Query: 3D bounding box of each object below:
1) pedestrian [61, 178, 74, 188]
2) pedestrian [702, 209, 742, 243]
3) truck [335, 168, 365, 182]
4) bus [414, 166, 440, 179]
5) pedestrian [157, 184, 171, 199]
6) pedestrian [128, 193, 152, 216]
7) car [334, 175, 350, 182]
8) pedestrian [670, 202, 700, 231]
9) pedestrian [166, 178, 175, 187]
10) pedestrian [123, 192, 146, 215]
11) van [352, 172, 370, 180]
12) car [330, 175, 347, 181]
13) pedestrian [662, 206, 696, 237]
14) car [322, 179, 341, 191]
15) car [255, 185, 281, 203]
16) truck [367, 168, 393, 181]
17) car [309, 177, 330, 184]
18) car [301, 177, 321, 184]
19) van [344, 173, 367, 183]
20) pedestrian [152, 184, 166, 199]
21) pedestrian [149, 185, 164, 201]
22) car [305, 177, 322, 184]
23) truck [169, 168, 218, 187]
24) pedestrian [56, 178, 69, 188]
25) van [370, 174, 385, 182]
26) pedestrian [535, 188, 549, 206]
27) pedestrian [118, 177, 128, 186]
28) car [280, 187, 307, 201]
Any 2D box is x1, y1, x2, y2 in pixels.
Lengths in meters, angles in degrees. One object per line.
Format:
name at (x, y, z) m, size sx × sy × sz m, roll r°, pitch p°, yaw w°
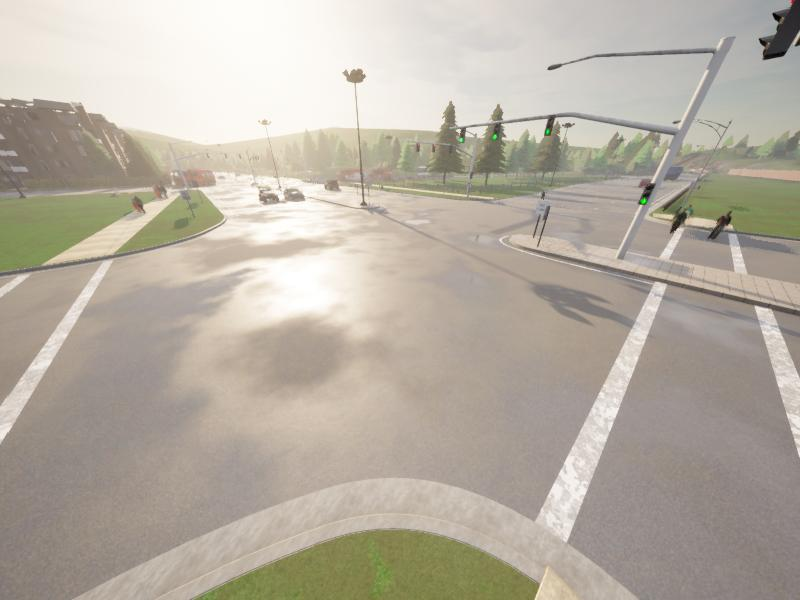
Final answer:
pedestrian at (-71.518, -25.141, 49.698) m, size 0.751 × 1.860 × 0.751 m, roll -15°, pitch 33°, yaw -24°
pedestrian at (20.266, -4.702, 14.602) m, size 0.751 × 1.860 × 0.751 m, roll -26°, pitch 39°, yaw -37°
truck at (-15.728, -39.533, 73.007) m, size 8.468 × 3.827 × 2.891 m, roll -23°, pitch 37°, yaw -34°
bus at (10.637, -50.707, 91.932) m, size 10.273 × 4.253 × 3.944 m, roll -23°, pitch 37°, yaw -34°
pedestrian at (-33.358, -15.326, 32.698) m, size 0.751 × 1.860 × 0.751 m, roll -19°, pitch 35°, yaw -29°
pedestrian at (-24.446, -9.007, 21.753) m, size 0.751 × 1.860 × 0.751 m, roll -20°, pitch 35°, yaw -31°
car at (-18.810, -39.635, 75.228) m, size 4.553 × 1.767 × 2.097 m, roll -23°, pitch 37°, yaw -34°
pedestrian at (21.389, -6.294, 17.358) m, size 0.751 × 1.860 × 0.751 m, roll -23°, pitch 37°, yaw -34°
pedestrian at (-54.101, -27.676, 54.402) m, size 0.751 × 1.860 × 0.751 m, roll -10°, pitch 31°, yaw -16°
pedestrian at (-25.436, -9.246, 22.166) m, size 0.751 × 1.860 × 0.751 m, roll -20°, pitch 35°, yaw -30°
van at (-13.843, -44.353, 82.605) m, size 5.915 × 2.561 × 1.988 m, roll -23°, pitch 37°, yaw -34°
car at (-20.629, -41.072, 77.914) m, size 4.974 × 1.542 × 2.038 m, roll -23°, pitch 37°, yaw -34°
pedestrian at (18.977, -5.367, 15.752) m, size 0.751 × 1.860 × 0.751 m, roll -21°, pitch 36°, yaw -31°
car at (-14.239, -23.961, 47.996) m, size 1.905 × 1.878 × 3.866 m, roll -22°, pitch 37°, yaw -34°
car at (-18.226, -14.605, 31.793) m, size 1.905 × 1.878 × 3.866 m, roll -22°, pitch 37°, yaw -34°
truck at (-6.706, -43.321, 79.568) m, size 8.468 × 3.827 × 2.891 m, roll -23°, pitch 37°, yaw -34°
car at (-22.438, -33.481, 64.709) m, size 4.856 × 1.649 × 2.033 m, roll -23°, pitch 37°, yaw -34°
car at (-26.812, -36.081, 69.520) m, size 5.027 × 1.651 × 2.152 m, roll -23°, pitch 37°, yaw -34°
van at (-13.608, -37.532, 70.936) m, size 6.366 × 2.431 × 2.351 m, roll -23°, pitch 37°, yaw -34°
pedestrian at (-34.167, -15.362, 32.759) m, size 0.751 × 1.860 × 0.751 m, roll -20°, pitch 35°, yaw -30°
pedestrian at (-33.103, -14.609, 31.455) m, size 0.751 × 1.860 × 0.751 m, roll -20°, pitch 35°, yaw -30°
car at (-25.015, -34.634, 66.825) m, size 3.988 × 1.617 × 1.851 m, roll -23°, pitch 37°, yaw -34°
truck at (-50.936, -30.530, 57.412) m, size 2.891 × 3.827 × 8.468 m, roll 6°, pitch 31°, yaw 10°
pedestrian at (-71.777, -24.794, 49.097) m, size 0.751 × 1.860 × 0.751 m, roll -20°, pitch 35°, yaw -31°
van at (-7.302, -39.984, 75.631) m, size 4.442 × 1.987 × 1.775 m, roll -23°, pitch 37°, yaw -34°
pedestrian at (17.512, -12.732, 28.510) m, size 0.751 × 1.860 × 0.751 m, roll -20°, pitch 35°, yaw -30°
pedestrian at (-65.215, -27.856, 54.401) m, size 0.751 × 1.860 × 0.751 m, roll -23°, pitch 37°, yaw -34°
car at (-15.740, -15.690, 34.038) m, size 1.837 × 1.490 × 4.892 m, roll -22°, pitch 37°, yaw -34°
